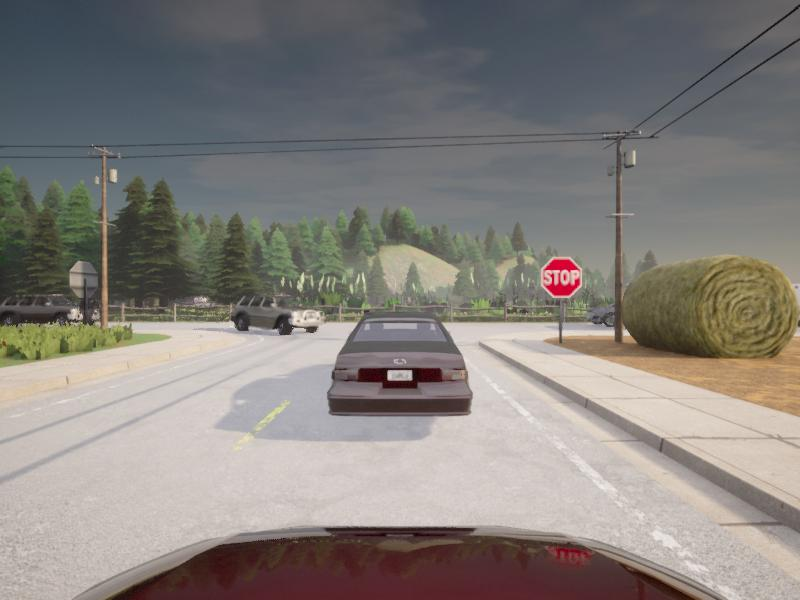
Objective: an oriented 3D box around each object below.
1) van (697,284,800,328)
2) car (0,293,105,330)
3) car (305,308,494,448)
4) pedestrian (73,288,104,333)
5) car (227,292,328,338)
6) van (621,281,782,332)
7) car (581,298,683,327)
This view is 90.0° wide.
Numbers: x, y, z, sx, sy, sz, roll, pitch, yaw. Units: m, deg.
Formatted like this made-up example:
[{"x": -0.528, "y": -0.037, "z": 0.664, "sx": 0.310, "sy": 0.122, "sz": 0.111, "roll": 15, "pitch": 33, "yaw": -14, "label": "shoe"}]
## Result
[{"x": 21.502, "y": 0.325, "z": 23.397, "sx": 6.366, "sy": 2.431, "sz": 2.351, "roll": 0, "pitch": 0, "yaw": 3, "label": "van"}, {"x": -19.088, "y": 0.598, "z": 21.808, "sx": 4.605, "sy": 1.855, "sz": 1.932, "roll": 1, "pitch": 0, "yaw": 3, "label": "car"}, {"x": -0.001, "y": 0.889, "z": 6.985, "sx": 2.033, "sy": 1.411, "sz": 5.357, "roll": 0, "pitch": 0, "yaw": 0, "label": "car"}, {"x": -13.190, "y": 0.437, "z": 16.950, "sx": 0.751, "sy": 1.860, "sz": 0.751, "roll": 0, "pitch": 0, "yaw": 20, "label": "pedestrian"}, {"x": -5.795, "y": 0.613, "z": 18.793, "sx": 4.605, "sy": 1.855, "sz": 1.932, "roll": 2, "pitch": 1, "yaw": 32, "label": "car"}, {"x": 15.366, "y": 0.327, "z": 20.828, "sx": 6.366, "sy": 2.431, "sz": 2.351, "roll": 0, "pitch": 0, "yaw": 9, "label": "van"}, {"x": 13.647, "y": 0.725, "z": 23.770, "sx": 4.856, "sy": 1.649, "sz": 2.033, "roll": 0, "pitch": 0, "yaw": 3, "label": "car"}]
